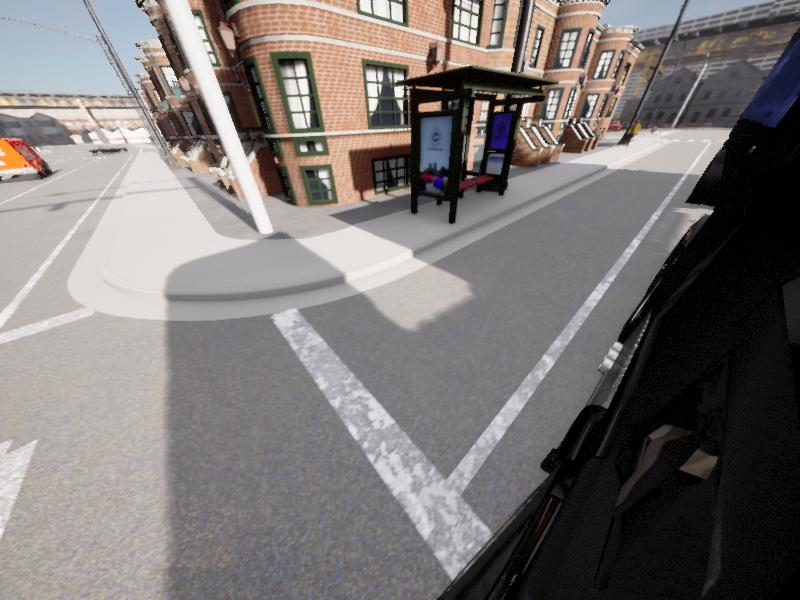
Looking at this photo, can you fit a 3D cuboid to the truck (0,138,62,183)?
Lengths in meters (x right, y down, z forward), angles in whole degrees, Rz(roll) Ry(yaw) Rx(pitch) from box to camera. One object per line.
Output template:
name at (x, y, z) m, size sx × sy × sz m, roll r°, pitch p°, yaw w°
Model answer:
truck at (-28.850, -10.475, 17.193) m, size 2.627 × 2.467 × 5.204 m, roll -30°, pitch 45°, yaw -31°

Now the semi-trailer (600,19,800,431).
semi-trailer at (8.586, -3.678, 4.336) m, size 14.254 × 4.402 × 2.717 m, roll -29°, pitch 45°, yaw -31°

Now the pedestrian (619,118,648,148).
pedestrian at (17.960, -12.836, 17.790) m, size 0.751 × 1.860 × 0.751 m, roll -27°, pitch 43°, yaw -28°

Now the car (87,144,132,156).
car at (-50.283, -26.030, 40.087) m, size 4.718 × 1.301 × 1.895 m, roll -30°, pitch 45°, yaw -31°

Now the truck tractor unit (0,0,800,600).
truck tractor unit at (2.645, -0.295, 0.351) m, size 6.516 × 4.208 × 3.053 m, roll -28°, pitch 44°, yaw -30°

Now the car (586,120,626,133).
car at (36.672, -30.934, 41.184) m, size 2.242 × 1.667 × 4.611 m, roll -29°, pitch 45°, yaw -31°
